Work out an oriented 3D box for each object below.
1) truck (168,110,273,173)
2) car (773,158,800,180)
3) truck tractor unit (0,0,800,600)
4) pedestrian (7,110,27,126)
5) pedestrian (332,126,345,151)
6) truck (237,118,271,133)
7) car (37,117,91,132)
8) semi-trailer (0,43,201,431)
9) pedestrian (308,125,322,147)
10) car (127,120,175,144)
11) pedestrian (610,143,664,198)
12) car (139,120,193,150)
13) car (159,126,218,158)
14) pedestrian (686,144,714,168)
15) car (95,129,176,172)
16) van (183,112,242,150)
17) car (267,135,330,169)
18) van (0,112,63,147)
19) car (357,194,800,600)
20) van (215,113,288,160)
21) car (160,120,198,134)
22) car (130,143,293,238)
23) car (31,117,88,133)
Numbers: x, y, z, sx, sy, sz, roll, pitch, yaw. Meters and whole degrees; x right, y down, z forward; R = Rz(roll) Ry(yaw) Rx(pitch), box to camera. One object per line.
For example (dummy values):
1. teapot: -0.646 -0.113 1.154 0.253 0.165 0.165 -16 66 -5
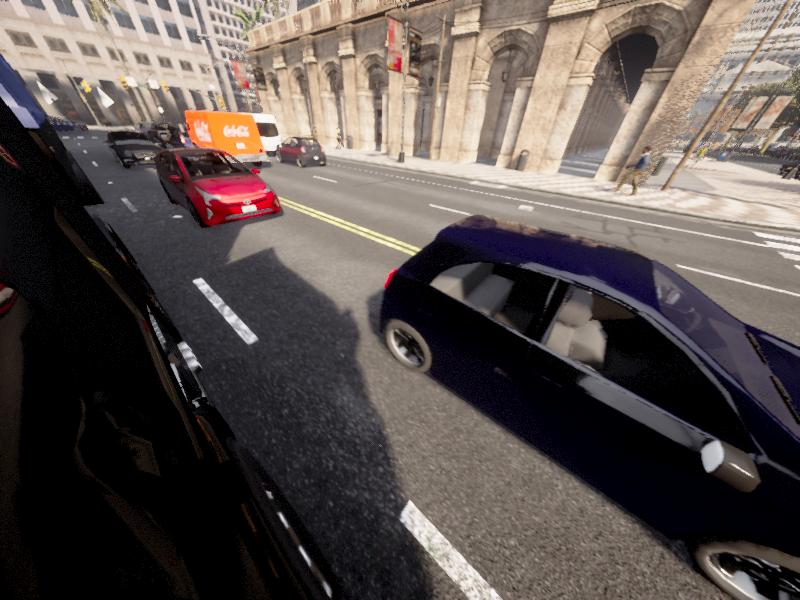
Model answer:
1. truck: -10.075 -9.043 13.053 5.204 2.467 2.627 28 44 30
2. car: 34.388 -10.947 19.415 1.895 1.301 4.718 28 44 30
3. truck tractor unit: -2.645 -0.295 0.351 6.516 4.208 3.053 28 44 30
4. pedestrian: -59.504 -28.294 35.872 0.751 1.860 0.751 26 43 28
5. pedestrian: -5.849 -15.386 22.027 0.751 1.860 0.751 28 44 30
6. truck: -32.278 -38.633 51.235 2.627 2.467 5.204 29 44 30
7. car: -44.851 -23.453 30.946 1.970 1.475 3.806 29 44 30
8. semi-trailer: -8.693 -3.607 4.236 14.254 4.402 2.717 28 44 30
9. pedestrian: -9.040 -17.454 24.590 0.751 1.860 0.751 19 40 21
10. car: -24.755 -16.717 22.950 4.553 1.767 2.097 29 44 30
11. pedestrian: 9.866 -5.410 9.680 0.751 1.860 0.751 32 45 33
12. car: -20.142 -14.267 19.895 4.605 1.855 1.932 28 44 30
13. car: -15.385 -11.573 16.820 3.988 1.617 1.851 29 44 30
14. pedestrian: 28.301 -13.616 21.840 0.751 1.860 0.751 29 44 31
15. car: -14.210 -8.130 12.381 4.892 1.490 1.837 29 44 30
16. van: -17.661 -15.952 21.757 5.915 2.561 1.988 29 44 30
17. car: -6.382 -9.415 14.573 3.633 1.501 1.845 28 44 30
18. van: -28.709 -13.406 18.106 4.442 1.987 1.775 28 43 30
19. car: 1.604 0.342 2.024 3.633 1.501 1.845 28 44 30
20. van: -11.292 -12.491 17.533 5.915 2.561 1.988 28 44 30
21. car: -36.778 -28.882 38.619 1.851 1.617 3.988 29 44 30
22. car: -5.370 -3.379 6.562 4.514 1.525 2.007 28 44 30
23. car: -42.454 -21.859 28.922 1.845 1.501 3.633 29 44 30
